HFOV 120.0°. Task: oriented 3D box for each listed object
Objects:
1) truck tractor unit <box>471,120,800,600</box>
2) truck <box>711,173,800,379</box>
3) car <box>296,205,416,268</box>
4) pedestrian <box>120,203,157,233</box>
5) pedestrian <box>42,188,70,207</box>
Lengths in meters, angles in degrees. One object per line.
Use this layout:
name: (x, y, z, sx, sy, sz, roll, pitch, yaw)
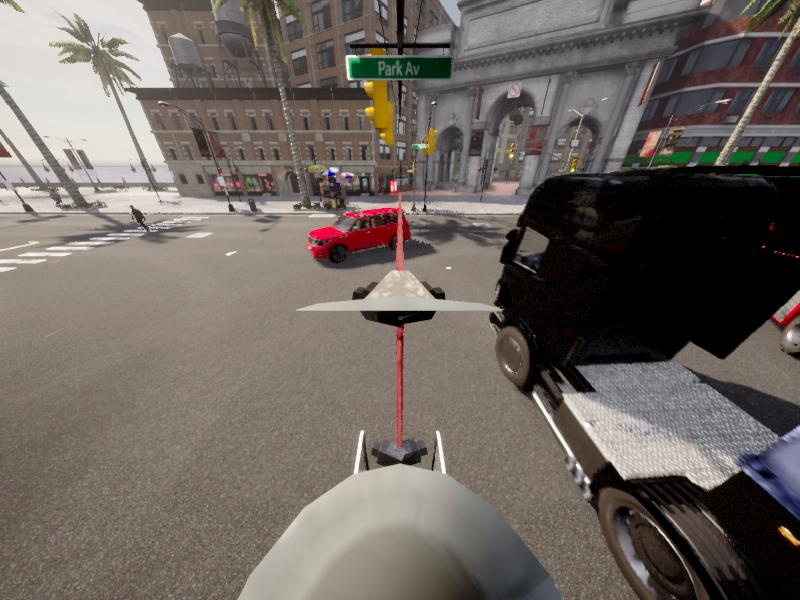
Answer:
truck tractor unit: (3.656, 0.748, 2.478, 3.053, 4.208, 6.516, -2, 30, -3)
truck: (12.197, -0.886, 5.716, 2.891, 3.827, 8.468, 22, 37, 34)
car: (-2.035, -3.559, 12.121, 5.566, 2.045, 2.150, -20, 35, -30)
pedestrian: (-17.816, -5.598, 15.793, 0.751, 1.860, 0.751, 1, 30, 1)
pedestrian: (-37.015, -11.024, 24.887, 0.751, 1.860, 0.751, -4, 30, -6)
